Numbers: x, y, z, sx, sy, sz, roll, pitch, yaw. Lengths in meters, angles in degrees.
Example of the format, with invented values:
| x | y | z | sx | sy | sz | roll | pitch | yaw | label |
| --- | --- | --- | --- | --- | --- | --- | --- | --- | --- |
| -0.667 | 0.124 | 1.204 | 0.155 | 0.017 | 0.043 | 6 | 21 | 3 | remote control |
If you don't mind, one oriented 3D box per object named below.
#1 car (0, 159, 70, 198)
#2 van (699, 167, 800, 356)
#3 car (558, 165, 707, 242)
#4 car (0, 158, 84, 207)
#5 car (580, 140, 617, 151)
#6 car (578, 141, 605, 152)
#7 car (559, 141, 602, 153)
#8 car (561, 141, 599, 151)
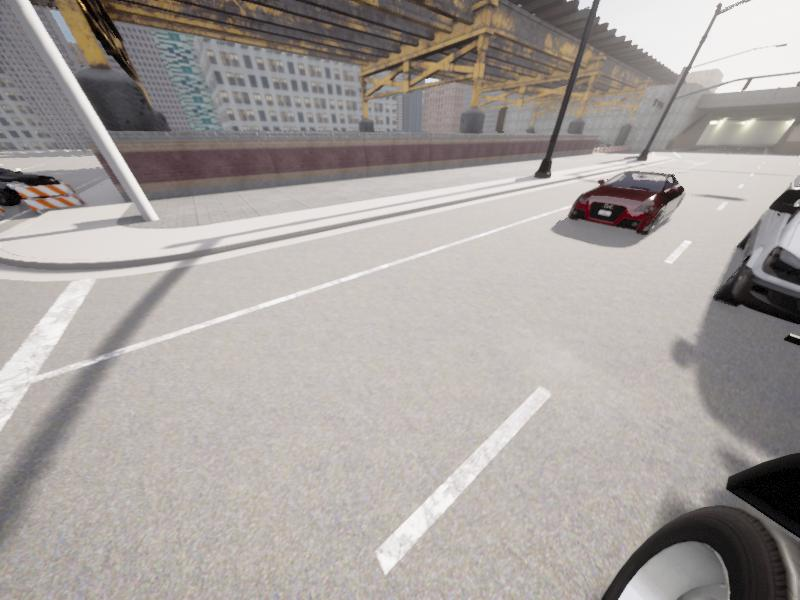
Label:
| x | y | z | sx | sy | sz | roll | pitch | yaw | label |
| --- | --- | --- | --- | --- | --- | --- | --- | --- | --- |
| -17.451 | -4.943 | 9.399 | 4.536 | 1.218 | 1.853 | -5 | 35 | -6 | car |
| 7.474 | -1.303 | 3.500 | 5.915 | 2.561 | 1.988 | -23 | 41 | -29 | van |
| 7.293 | -3.239 | 7.263 | 4.181 | 1.385 | 1.994 | -23 | 41 | -29 | car |
| -17.399 | -4.818 | 9.495 | 4.974 | 1.542 | 2.038 | -5 | 35 | -6 | car |
| 37.431 | -29.223 | 43.708 | 4.974 | 1.542 | 2.038 | -5 | 35 | -6 | car |
| 33.556 | -27.023 | 40.616 | 2.038 | 1.542 | 4.974 | 10 | 36 | 14 | car |
| 29.836 | -25.443 | 38.402 | 4.974 | 1.542 | 2.038 | 4 | 35 | 6 | car |
| 29.783 | -25.575 | 38.317 | 4.536 | 1.218 | 1.853 | 4 | 35 | 6 | car |
